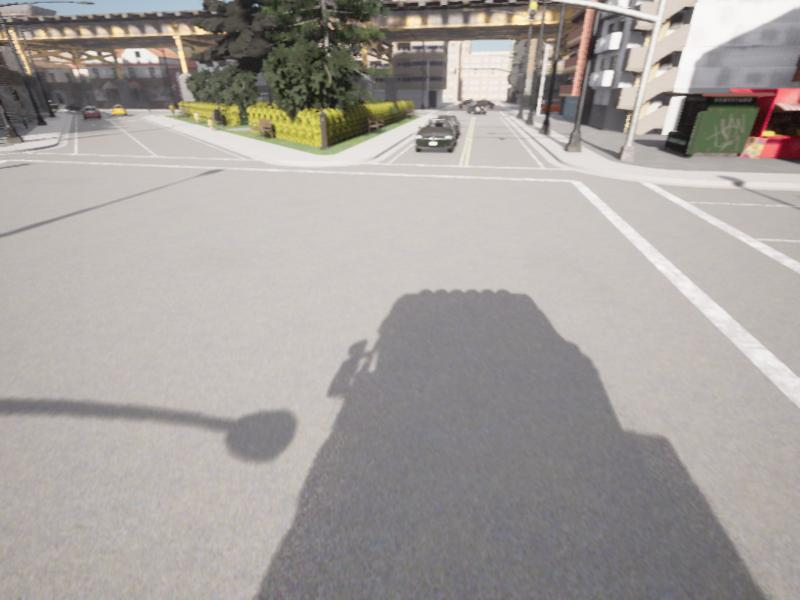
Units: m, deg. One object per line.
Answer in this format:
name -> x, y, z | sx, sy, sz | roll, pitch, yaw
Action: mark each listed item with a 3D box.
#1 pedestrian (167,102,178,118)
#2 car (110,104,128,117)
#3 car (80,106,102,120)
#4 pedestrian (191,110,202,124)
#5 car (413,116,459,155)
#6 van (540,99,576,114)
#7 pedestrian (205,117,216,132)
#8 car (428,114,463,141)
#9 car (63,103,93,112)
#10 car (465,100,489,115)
pedestrian -> -29.199, -24.378, 51.365 | 0.751, 1.860, 0.751 | -19, 33, -32
car -> -43.019, -29.117, 61.306 | 1.801, 1.575, 5.366 | -15, 31, -26
car -> -41.088, -24.893, 53.266 | 1.970, 1.475, 3.806 | -18, 32, -30
pedestrian -> -21.257, -19.139, 41.800 | 0.751, 1.300, 0.751 | -15, 31, -26
car -> 2.231, -9.840, 23.672 | 2.152, 1.651, 5.027 | 5, 28, 9
van -> 23.407, -28.690, 59.365 | 4.442, 1.987, 1.775 | 4, 28, 9
pedestrian -> -15.597, -14.467, 32.956 | 0.500, 1.100, 0.500 | -16, 31, -27
car -> 3.436, -12.929, 29.763 | 2.163, 1.488, 4.792 | 4, 28, 9
car -> -60.829, -36.361, 75.546 | 4.193, 1.474, 1.816 | 4, 28, 9
car -> 11.446, -28.705, 59.629 | 1.905, 1.878, 3.866 | -7, 28, -12
